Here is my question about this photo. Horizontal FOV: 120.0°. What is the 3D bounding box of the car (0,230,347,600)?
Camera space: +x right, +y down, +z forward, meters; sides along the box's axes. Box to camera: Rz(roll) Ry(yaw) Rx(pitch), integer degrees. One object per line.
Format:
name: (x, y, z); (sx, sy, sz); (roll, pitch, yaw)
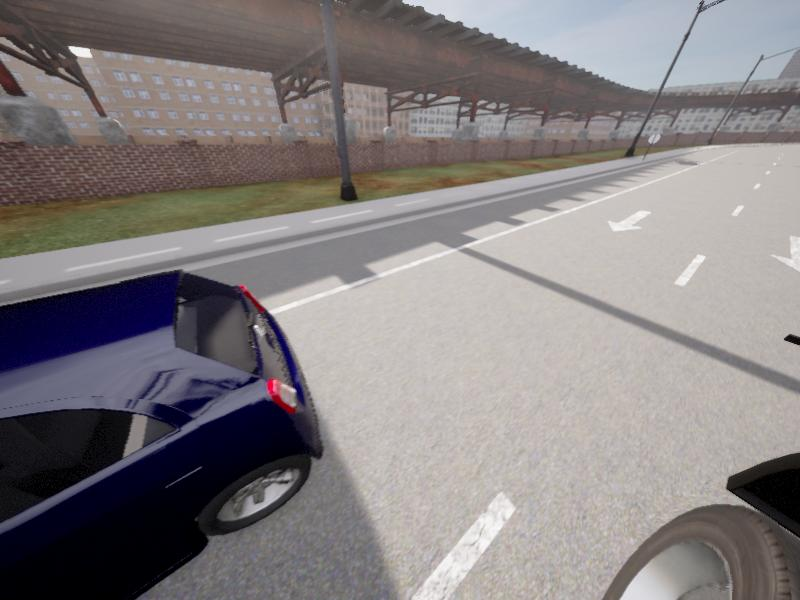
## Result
car: (-2.443, 1.000, 1.174); (3.633, 1.501, 1.845); (-23, 41, -28)
